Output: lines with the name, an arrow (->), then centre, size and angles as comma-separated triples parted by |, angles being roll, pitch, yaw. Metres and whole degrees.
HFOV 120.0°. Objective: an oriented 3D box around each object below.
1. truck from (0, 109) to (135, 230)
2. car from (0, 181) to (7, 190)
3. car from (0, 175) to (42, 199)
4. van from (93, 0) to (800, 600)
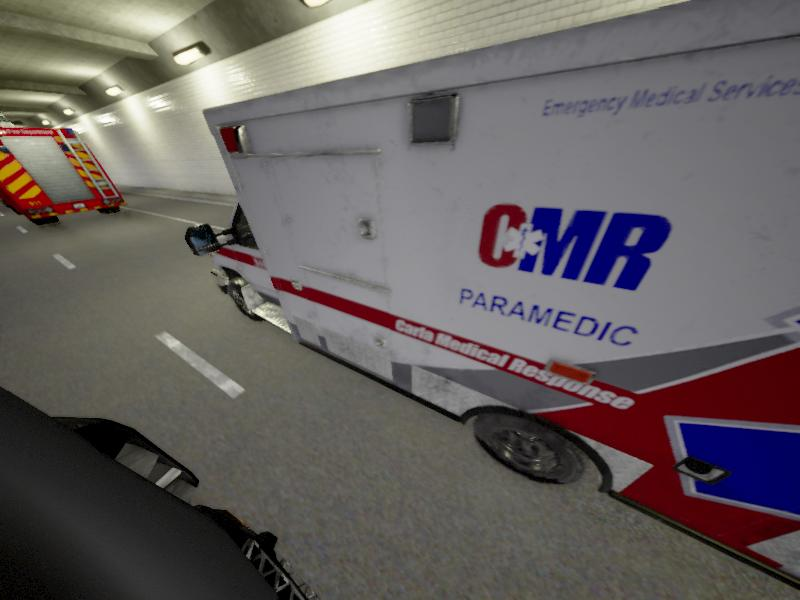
truck -> -17.317, -6.123, 10.954 | 8.468, 3.827, 2.891 | 16, 38, 26
car -> -45.715, -12.833, 25.197 | 3.633, 1.501, 1.845 | 12, 36, 21
car -> -32.309, -9.432, 19.181 | 4.674, 1.442, 1.812 | 16, 38, 26
van -> 0.199, -0.531, 2.523 | 6.366, 2.431, 2.351 | 16, 38, 26
